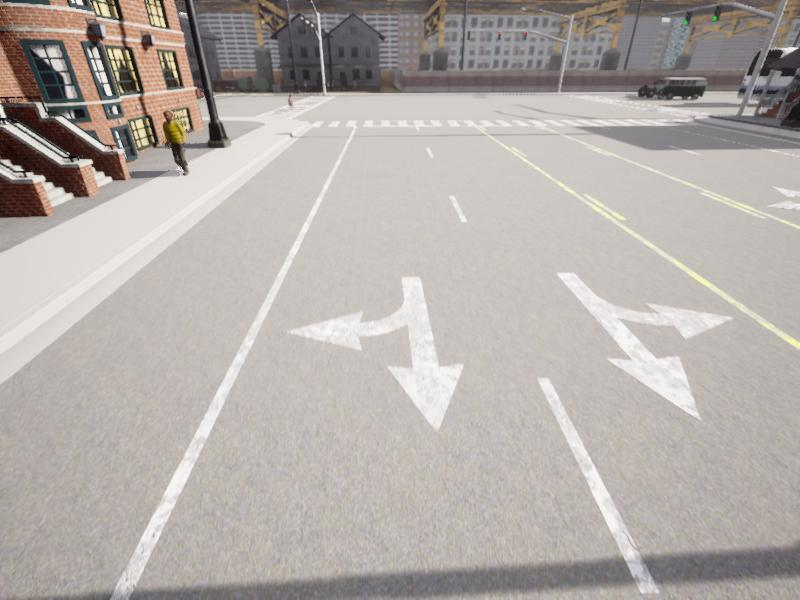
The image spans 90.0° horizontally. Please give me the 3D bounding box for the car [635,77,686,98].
[{"bbox_3d":[27.969,-22.845,43.047,3.866,1.878,1.905,-1,30,-1],"label":"car"}]

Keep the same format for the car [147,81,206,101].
[{"bbox_3d":[-23.335,-21.904,41.896,4.611,1.667,2.242,-1,30,-1],"label":"car"}]

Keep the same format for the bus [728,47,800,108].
[{"bbox_3d":[34.930,-18.730,33.652,10.273,4.253,3.944,-1,30,-1],"label":"bus"}]

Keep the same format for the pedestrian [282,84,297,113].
[{"bbox_3d":[-8.269,-15.143,30.034,0.751,1.860,0.751,-3,30,-5],"label":"pedestrian"}]

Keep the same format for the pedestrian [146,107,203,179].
[{"bbox_3d":[-6.503,-4.558,11.629,0.751,1.860,0.751,1,30,2],"label":"pedestrian"}]

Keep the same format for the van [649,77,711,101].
[{"bbox_3d":[27.885,-21.115,39.996,4.442,1.987,1.775,-1,30,-1],"label":"van"}]
